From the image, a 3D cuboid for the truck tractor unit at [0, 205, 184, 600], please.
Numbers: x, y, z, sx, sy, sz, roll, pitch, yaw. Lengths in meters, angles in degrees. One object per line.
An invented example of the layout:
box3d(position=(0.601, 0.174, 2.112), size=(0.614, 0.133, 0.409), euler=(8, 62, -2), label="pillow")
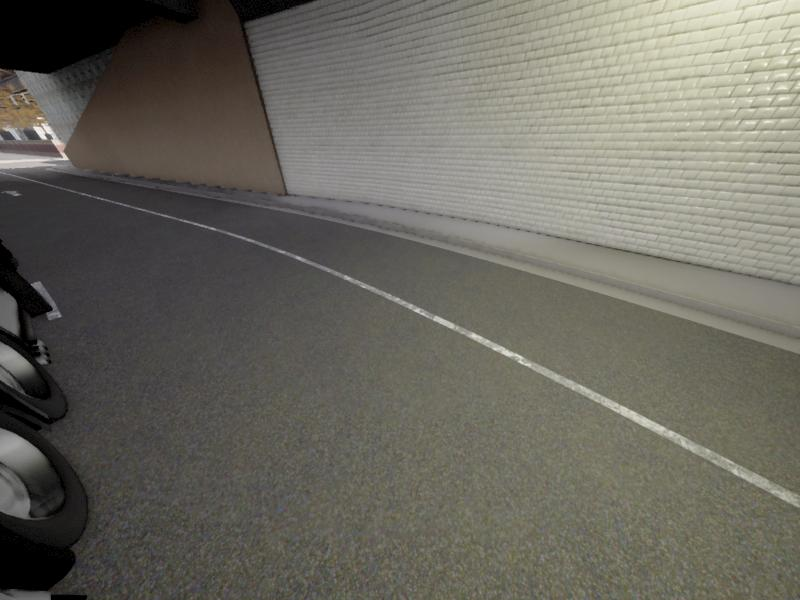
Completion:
box3d(position=(-5.006, -0.394, 0.913), size=(6.516, 4.208, 3.053), euler=(22, 41, 29), label="truck tractor unit")
